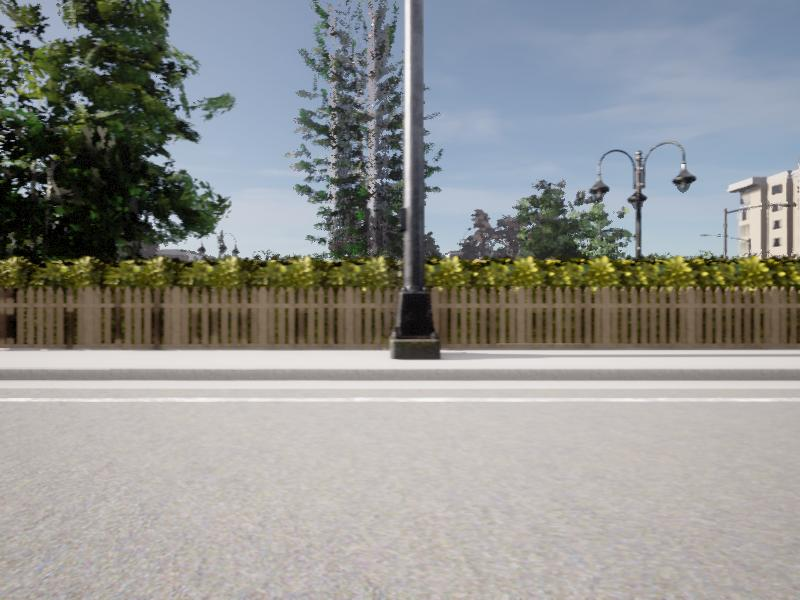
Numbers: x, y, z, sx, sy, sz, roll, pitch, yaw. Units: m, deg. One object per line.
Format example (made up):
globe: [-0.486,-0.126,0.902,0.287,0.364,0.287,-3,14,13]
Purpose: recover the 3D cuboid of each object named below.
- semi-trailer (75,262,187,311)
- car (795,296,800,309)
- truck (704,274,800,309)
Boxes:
semi-trailer: [-28.045,-1.233,43.195,2.717,4.402,14.254,0,0,-1]
car: [45.384,0.276,42.255,2.163,1.488,4.792,0,1,-12]
truck: [41.910,-0.883,47.923,2.891,3.827,8.468,0,0,-21]
